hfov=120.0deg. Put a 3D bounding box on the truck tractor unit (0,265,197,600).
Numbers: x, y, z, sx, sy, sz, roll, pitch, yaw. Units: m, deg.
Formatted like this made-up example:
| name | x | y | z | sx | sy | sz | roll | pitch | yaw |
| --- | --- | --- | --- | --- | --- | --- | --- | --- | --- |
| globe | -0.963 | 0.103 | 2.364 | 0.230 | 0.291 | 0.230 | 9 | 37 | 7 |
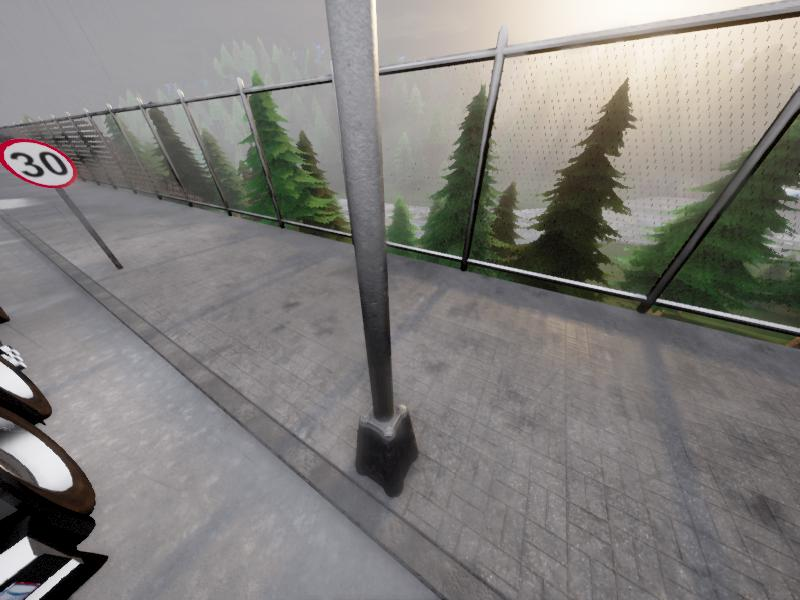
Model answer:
| name | x | y | z | sx | sy | sz | roll | pitch | yaw |
| --- | --- | --- | --- | --- | --- | --- | --- | --- | --- |
| truck tractor unit | -5.112 | -0.299 | 0.778 | 6.516 | 4.208 | 3.053 | 18 | 39 | 24 |
